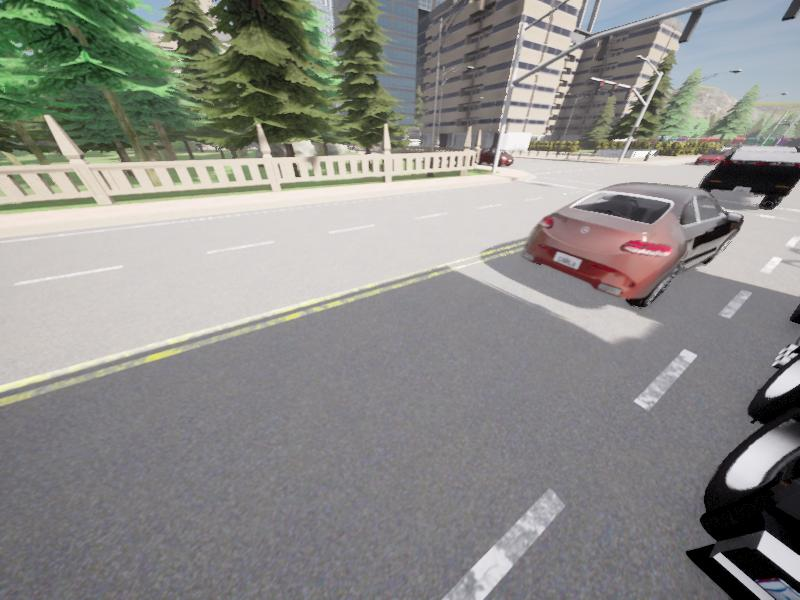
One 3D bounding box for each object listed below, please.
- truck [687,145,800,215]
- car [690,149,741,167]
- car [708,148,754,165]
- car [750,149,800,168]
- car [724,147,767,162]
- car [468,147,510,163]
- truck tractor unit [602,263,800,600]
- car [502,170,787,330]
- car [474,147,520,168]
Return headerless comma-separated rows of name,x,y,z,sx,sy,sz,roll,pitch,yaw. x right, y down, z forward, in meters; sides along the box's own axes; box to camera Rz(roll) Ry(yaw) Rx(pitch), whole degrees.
truck,15.992,-5.813,10.636,6.274,2.098,2.390,-26,43,-32
car,35.545,-16.093,26.047,4.514,1.525,2.007,-17,38,-23
car,40.977,-17.825,28.572,4.974,1.542,2.038,-18,39,-24
car,41.804,-15.787,25.649,4.974,1.542,2.038,-18,39,-24
car,47.004,-19.830,31.411,4.856,1.649,2.033,-18,39,-24
car,11.021,-18.242,29.027,1.812,1.442,4.674,-18,39,-24
truck tractor unit,5.105,-0.308,0.779,6.516,4.208,3.053,-19,39,-24
car,4.910,-1.482,4.749,5.027,1.651,2.152,-18,39,-24
car,10.095,-15.155,24.441,1.851,1.617,3.988,-17,38,-23
